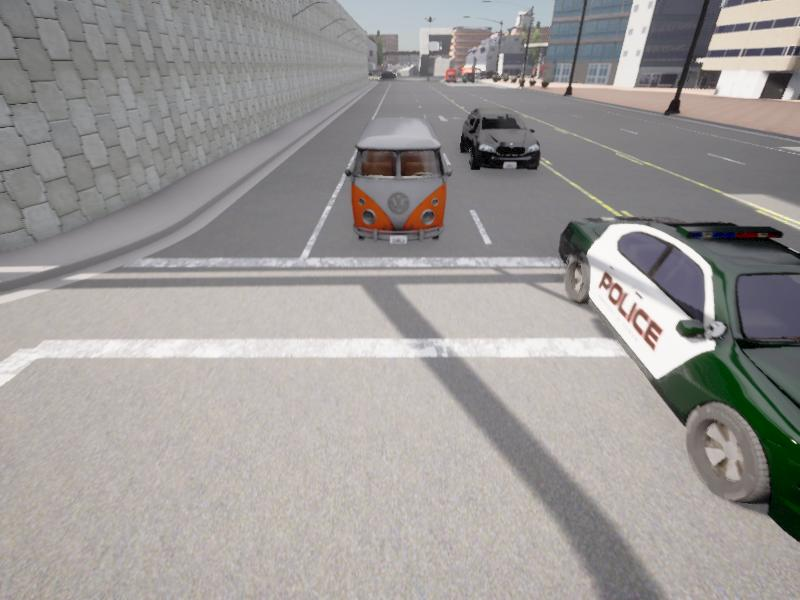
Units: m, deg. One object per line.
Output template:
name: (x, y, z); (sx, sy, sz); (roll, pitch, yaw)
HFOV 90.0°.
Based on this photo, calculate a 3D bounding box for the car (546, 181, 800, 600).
car: (3.496, 0.125, 4.266); (2.038, 1.542, 4.974); (0, 30, 0)

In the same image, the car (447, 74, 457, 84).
car: (10.506, -44.711, 80.857); (1.851, 1.617, 3.988); (2, 30, 3)

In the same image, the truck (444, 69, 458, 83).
truck: (11.136, -49.015, 87.306); (2.627, 2.467, 5.204); (3, 31, 6)

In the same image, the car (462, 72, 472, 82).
car: (14.504, -48.201, 86.484); (1.932, 1.855, 4.605); (3, 31, 6)

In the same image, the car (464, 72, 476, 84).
car: (13.975, -44.494, 80.154); (1.905, 1.878, 3.866); (2, 30, 3)

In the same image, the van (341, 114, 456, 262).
van: (-0.019, -2.668, 8.584); (1.775, 1.987, 4.442); (0, 30, 0)

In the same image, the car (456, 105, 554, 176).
car: (3.489, -5.874, 14.371); (2.242, 1.667, 4.611); (0, 31, 0)
